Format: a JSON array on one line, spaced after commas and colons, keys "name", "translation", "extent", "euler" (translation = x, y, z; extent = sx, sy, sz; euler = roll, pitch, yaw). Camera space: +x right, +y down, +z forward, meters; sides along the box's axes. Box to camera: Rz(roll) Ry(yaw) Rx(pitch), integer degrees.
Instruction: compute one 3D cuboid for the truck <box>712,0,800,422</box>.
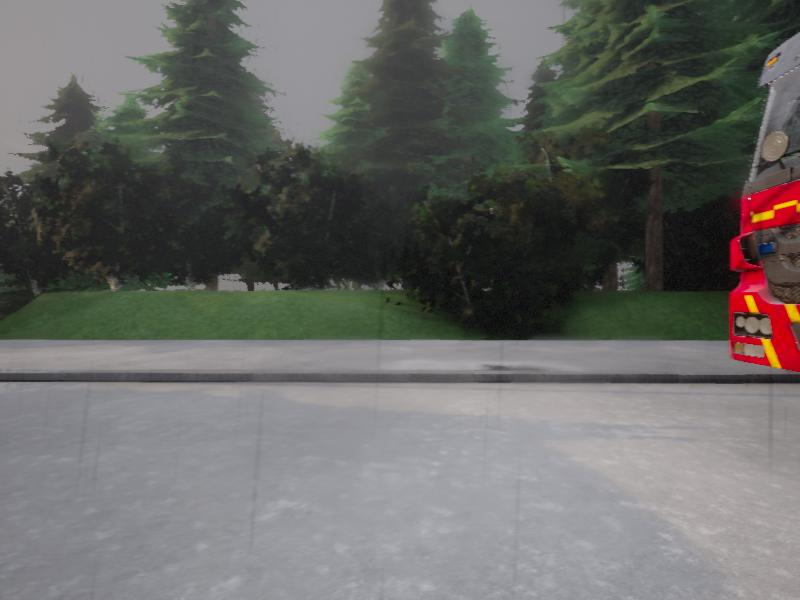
[{"name": "truck", "translation": [7.478, -0.918, 2.678], "extent": [8.468, 3.827, 2.891], "euler": [0, 0, 1]}]
